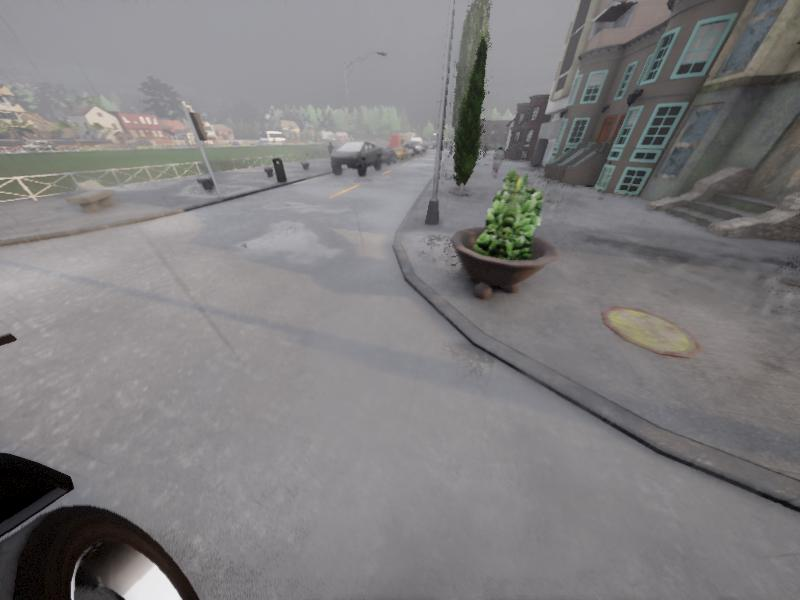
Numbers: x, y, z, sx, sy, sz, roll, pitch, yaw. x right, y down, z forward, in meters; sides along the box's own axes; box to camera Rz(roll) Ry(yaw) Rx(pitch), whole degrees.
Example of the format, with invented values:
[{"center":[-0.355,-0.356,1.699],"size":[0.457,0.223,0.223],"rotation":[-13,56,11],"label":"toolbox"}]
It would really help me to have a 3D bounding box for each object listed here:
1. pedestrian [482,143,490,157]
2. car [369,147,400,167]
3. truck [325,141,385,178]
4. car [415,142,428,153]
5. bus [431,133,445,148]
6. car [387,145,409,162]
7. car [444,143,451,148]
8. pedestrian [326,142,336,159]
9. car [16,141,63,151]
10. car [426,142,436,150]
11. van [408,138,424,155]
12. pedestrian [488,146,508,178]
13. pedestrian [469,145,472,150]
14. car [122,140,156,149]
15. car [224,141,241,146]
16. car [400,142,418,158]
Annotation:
[{"center":[13.680,-23.929,36.779],"size":[0.751,1.860,0.751],"rotation":[5,35,6],"label":"pedestrian"},{"center":[-1.552,-15.572,25.028],"size":[2.128,1.511,4.902],"rotation":[7,35,9],"label":"car"},{"center":[-3.212,-11.276,18.310],"size":[2.390,2.098,6.274],"rotation":[7,35,9],"label":"truck"},{"center":[4.524,-32.267,48.884],"size":[2.097,1.767,4.553],"rotation":[7,35,9],"label":"car"},{"center":[14.200,-59.326,85.790],"size":[3.944,4.253,10.273],"rotation":[7,35,9],"label":"bus"},{"center":[-0.123,-19.498,30.635],"size":[1.801,1.575,5.366],"rotation":[7,35,9],"label":"car"},{"center":[16.265,-52.974,79.201],"size":[1.970,1.475,3.806],"rotation":[7,35,9],"label":"car"},{"center":[-8.722,-18.957,29.279],"size":[0.751,1.860,0.751],"rotation":[7,35,9],"label":"pedestrian"},{"center":[-64.438,-27.611,41.387],"size":[1.970,1.475,3.806],"rotation":[7,35,9],"label":"car"},{"center":[8.971,-44.348,66.458],"size":[2.033,1.649,4.856],"rotation":[7,35,9],"label":"car"},{"center":[3.025,-28.487,42.773],"size":[1.988,2.561,5.915],"rotation":[7,35,9],"label":"van"},{"center":[6.726,-9.530,15.962],"size":[0.751,1.860,0.751],"rotation":[5,35,6],"label":"pedestrian"},{"center":[18.603,-40.301,61.066],"size":[0.500,1.100,0.500],"rotation":[21,39,26],"label":"pedestrian"},{"center":[-61.153,-36.638,54.288],"size":[2.033,1.649,4.856],"rotation":[7,35,9],"label":"car"},{"center":[-55.474,-52.018,76.703],"size":[1.994,1.385,4.181],"rotation":[7,35,9],"label":"car"},{"center":[1.488,-24.015,36.896],"size":[1.932,1.855,4.605],"rotation":[7,35,9],"label":"car"}]
